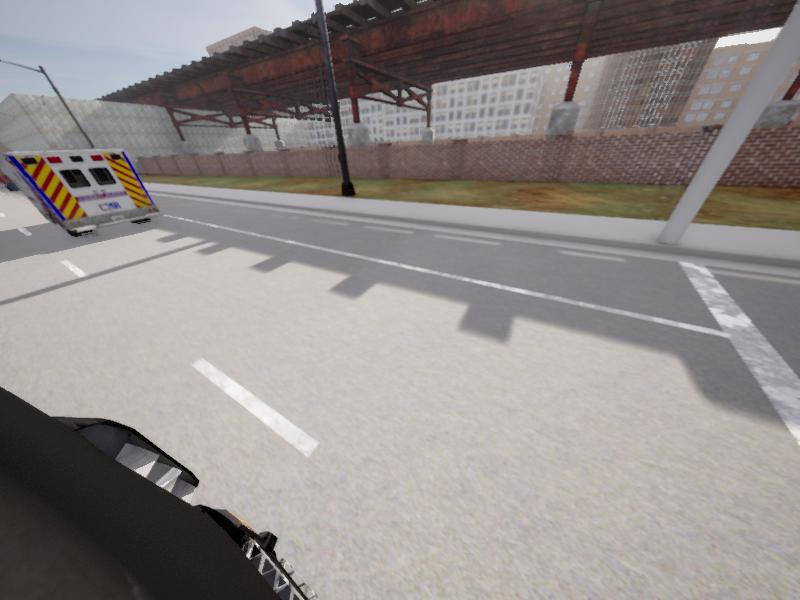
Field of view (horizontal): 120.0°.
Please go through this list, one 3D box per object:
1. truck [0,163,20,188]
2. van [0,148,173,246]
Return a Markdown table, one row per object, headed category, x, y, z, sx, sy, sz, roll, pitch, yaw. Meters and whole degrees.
| category | x | y | z | sx | sy | sz | roll | pitch | yaw |
| --- | --- | --- | --- | --- | --- | --- | --- | --- | --- |
| truck | -48.868 | -15.255 | 26.740 | 8.468 | 3.827 | 2.891 | 16 | 38 | 26 |
| van | -12.010 | -4.059 | 8.634 | 6.366 | 2.431 | 2.351 | 16 | 38 | 26 |
